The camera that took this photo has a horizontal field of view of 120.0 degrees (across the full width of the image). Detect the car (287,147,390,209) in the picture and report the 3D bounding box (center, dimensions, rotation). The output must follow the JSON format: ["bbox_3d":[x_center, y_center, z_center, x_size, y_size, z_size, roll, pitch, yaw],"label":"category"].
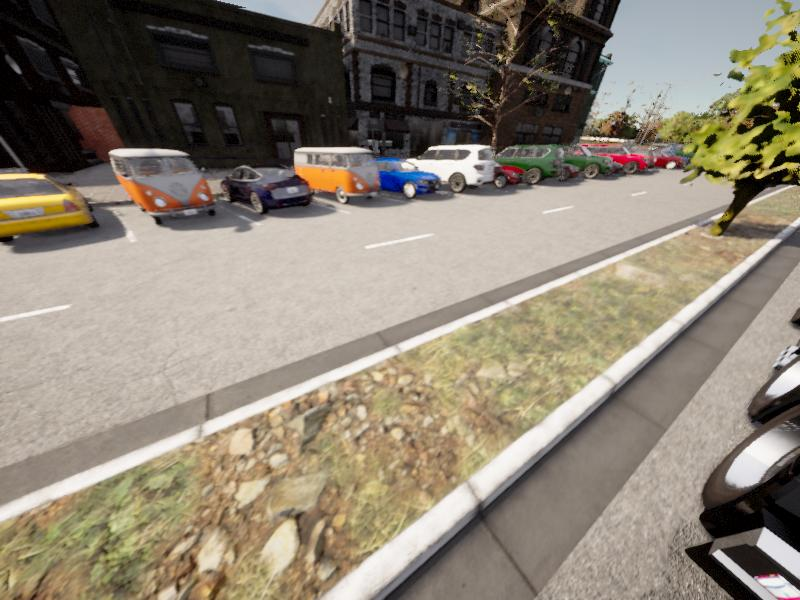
[{"bbox_3d":[-2.733,-5.594,10.261,4.442,1.987,1.878,26,41,32],"label":"car"}]

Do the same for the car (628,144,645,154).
[{"bbox_3d":[54.733,-34.794,53.423,2.185,1.767,4.553,27,41,32],"label":"car"}]

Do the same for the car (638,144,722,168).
[{"bbox_3d":[31.240,-16.438,26.196,5.566,2.045,2.435,26,42,33],"label":"car"}]

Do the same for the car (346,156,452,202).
[{"bbox_3d":[-0.207,-6.280,11.674,5.008,1.535,2.097,26,41,33],"label":"car"}]

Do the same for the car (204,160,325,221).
[{"bbox_3d":[-5.470,-4.601,9.250,4.792,1.488,2.163,25,42,32],"label":"car"}]

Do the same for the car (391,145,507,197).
[{"bbox_3d":[2.387,-7.323,12.766,5.566,2.045,2.435,26,42,33],"label":"car"}]

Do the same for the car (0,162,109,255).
[{"bbox_3d":[-10.828,-3.010,6.844,5.366,1.575,1.946,25,42,32],"label":"car"}]

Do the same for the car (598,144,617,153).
[{"bbox_3d":[40.678,-29.702,45.330,2.002,1.452,4.674,27,42,32],"label":"car"}]

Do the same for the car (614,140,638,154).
[{"bbox_3d":[42.093,-28.439,43.018,2.435,2.045,5.566,27,42,32],"label":"car"}]

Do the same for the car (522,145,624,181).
[{"bbox_3d":[12.903,-10.624,17.636,5.566,2.045,2.435,26,41,33],"label":"car"}]

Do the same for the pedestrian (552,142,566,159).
[{"bbox_3d":[21.069,-19.827,30.650,0.751,1.860,0.751,-18,39,-28],"label":"pedestrian"}]

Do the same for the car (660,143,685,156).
[{"bbox_3d":[57.671,-31.882,49.050,2.435,2.045,5.566,27,41,32],"label":"car"}]

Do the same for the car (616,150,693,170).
[{"bbox_3d":[25.990,-14.561,23.894,5.008,1.535,2.097,26,42,33],"label":"car"}]

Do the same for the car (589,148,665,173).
[{"bbox_3d":[20.758,-12.997,21.363,4.553,1.767,2.185,26,42,33],"label":"car"}]

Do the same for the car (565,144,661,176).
[{"bbox_3d":[18.142,-12.281,20.082,5.566,2.045,2.435,26,41,33],"label":"car"}]

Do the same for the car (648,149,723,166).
[{"bbox_3d":[33.762,-17.134,27.639,5.366,1.575,1.946,26,42,33],"label":"car"}]

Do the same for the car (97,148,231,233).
[{"bbox_3d":[-7.973,-3.927,7.800,4.442,1.987,1.878,25,41,32],"label":"car"}]

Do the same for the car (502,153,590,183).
[{"bbox_3d":[10.285,-9.561,16.568,4.792,1.488,2.163,26,41,33],"label":"car"}]

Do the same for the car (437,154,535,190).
[{"bbox_3d":[5.026,-7.938,14.121,5.008,1.535,2.097,26,41,33],"label":"car"}]

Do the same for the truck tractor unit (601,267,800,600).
[{"bbox_3d":[5.120,-0.288,0.781,6.516,4.208,3.053,-18,39,-24],"label":"truck tractor unit"}]

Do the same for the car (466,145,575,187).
[{"bbox_3d":[7.619,-8.981,15.212,5.566,2.045,2.435,26,42,33],"label":"car"}]

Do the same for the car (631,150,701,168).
[{"bbox_3d":[28.632,-15.357,25.135,4.674,1.452,2.002,26,42,33],"label":"car"}]

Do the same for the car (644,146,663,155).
[{"bbox_3d":[56.206,-33.180,51.342,2.231,1.521,4.892,28,41,32],"label":"car"}]

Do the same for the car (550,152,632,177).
[{"bbox_3d":[15.520,-11.219,19.015,4.792,1.488,2.163,26,41,33],"label":"car"}]
